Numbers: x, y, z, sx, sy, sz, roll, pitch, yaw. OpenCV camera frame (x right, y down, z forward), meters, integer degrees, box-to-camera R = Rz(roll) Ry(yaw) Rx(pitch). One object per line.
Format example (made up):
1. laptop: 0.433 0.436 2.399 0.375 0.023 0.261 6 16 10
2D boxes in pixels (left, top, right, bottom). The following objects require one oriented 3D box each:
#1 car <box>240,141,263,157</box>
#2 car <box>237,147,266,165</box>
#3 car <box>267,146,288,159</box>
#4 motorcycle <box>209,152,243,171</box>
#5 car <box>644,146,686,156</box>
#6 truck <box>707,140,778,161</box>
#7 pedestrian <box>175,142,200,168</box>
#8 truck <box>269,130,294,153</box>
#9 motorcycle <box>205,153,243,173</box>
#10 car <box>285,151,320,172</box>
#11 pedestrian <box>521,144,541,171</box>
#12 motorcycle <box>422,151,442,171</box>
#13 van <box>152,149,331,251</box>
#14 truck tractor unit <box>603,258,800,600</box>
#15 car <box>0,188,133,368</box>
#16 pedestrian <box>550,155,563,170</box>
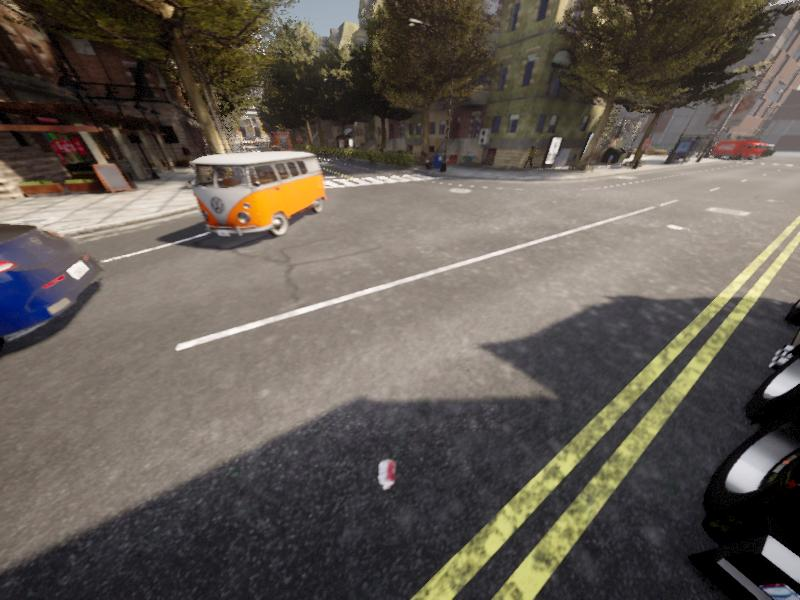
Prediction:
1. car: -24.019 -24.388 37.234 2.435 2.045 5.566 -18 39 -25
2. car: -17.361 -16.864 26.938 2.231 1.521 4.892 -18 39 -25
3. car: -18.200 -21.908 34.194 1.970 1.475 3.806 -18 39 -25
4. motorcycle: -14.407 -11.529 19.187 0.856 1.236 1.805 18 39 24
5. car: 51.936 -29.300 45.418 2.128 1.511 4.902 -18 39 -24
6. truck: 51.515 -22.758 35.064 2.627 2.467 5.204 4 35 6
7. pedestrian: -18.361 -12.533 20.022 0.751 1.860 0.751 -11 36 -15
8. truck: -25.644 -34.120 49.695 2.891 3.827 8.468 -18 39 -25
9. motorcycle: -13.953 -10.949 18.427 0.803 1.145 2.033 26 41 17
10. car: -9.174 -13.002 21.573 1.895 1.301 4.718 -18 39 -25
11. pedestrian: 11.107 -12.117 19.645 0.751 1.860 0.751 -3 35 -5
12. motorcycle: 2.902 -12.324 20.469 0.764 1.277 2.356 9 34 30
13. van: -3.972 -3.347 7.079 1.775 1.987 4.442 5 35 6
14. truck tractor unit: 5.100 -0.311 0.804 6.516 4.208 3.053 -19 39 -25
15. car: -6.966 0.143 2.340 5.027 1.651 2.152 -18 39 -25
16. pedestrian: 13.850 -12.196 20.446 0.500 1.100 0.500 -22 41 -29
